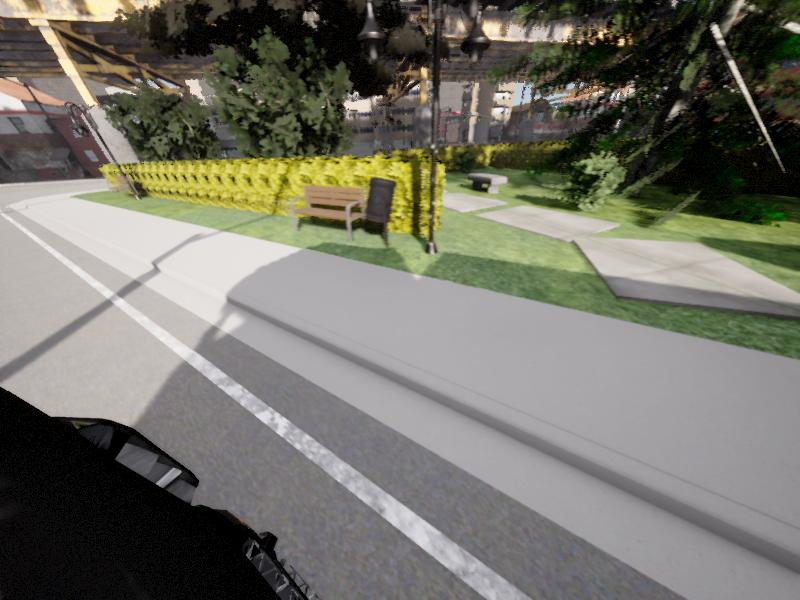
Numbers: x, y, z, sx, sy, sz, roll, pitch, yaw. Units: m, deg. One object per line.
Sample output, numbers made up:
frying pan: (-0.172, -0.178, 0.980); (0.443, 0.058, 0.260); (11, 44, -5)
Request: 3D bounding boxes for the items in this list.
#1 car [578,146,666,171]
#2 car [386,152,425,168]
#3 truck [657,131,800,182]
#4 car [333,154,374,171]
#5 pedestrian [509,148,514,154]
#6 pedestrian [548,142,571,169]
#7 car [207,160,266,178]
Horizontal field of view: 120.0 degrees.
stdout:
car: (18.260, -11.909, 19.387); (2.163, 1.488, 4.792); (-10, 34, -11)
car: (0.709, -19.384, 31.910); (4.974, 1.542, 2.038); (-10, 34, -11)
truck: (20.025, -8.394, 13.375); (2.390, 2.098, 6.274); (-10, 34, -10)
car: (-6.148, -18.210, 30.533); (5.027, 1.651, 2.152); (-10, 34, -11)
pedestrian: (23.176, -30.934, 47.901); (0.500, 1.100, 0.500); (-11, 34, -13)
pedestrian: (13.304, -12.072, 19.327); (0.751, 1.860, 0.751); (-9, 34, -9)
car: (-19.541, -15.888, 27.946); (5.238, 1.638, 1.930); (-9, 34, -11)
